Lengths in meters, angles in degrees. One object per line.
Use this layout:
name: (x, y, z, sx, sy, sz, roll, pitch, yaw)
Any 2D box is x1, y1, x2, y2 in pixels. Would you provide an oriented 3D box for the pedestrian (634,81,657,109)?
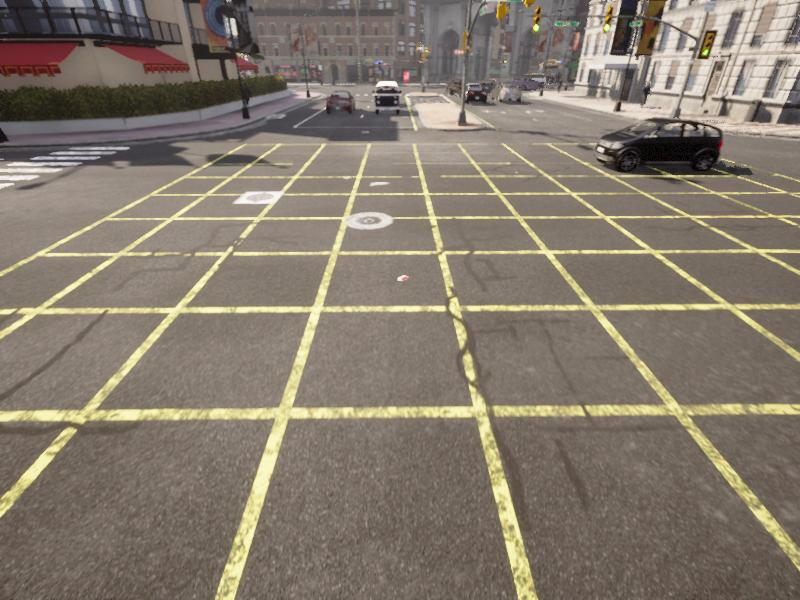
pedestrian: (18.964, -15.868, 30.959, 0.751, 1.860, 0.751, -3, 30, -5)

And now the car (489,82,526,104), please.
car: (10.453, -20.442, 39.374, 2.152, 1.651, 5.027, 0, 30, 0)

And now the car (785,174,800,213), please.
car: (12.099, -2.272, 8.335, 5.366, 1.575, 1.801, 10, 32, 18)

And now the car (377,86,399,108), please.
car: (-1.004, -18.015, 35.400, 1.812, 1.442, 4.674, 0, 30, 0)

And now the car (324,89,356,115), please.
car: (-4.448, -15.043, 30.316, 1.812, 1.442, 4.674, 0, 30, 0)

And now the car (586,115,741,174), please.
car: (8.653, -5.268, 13.483, 3.705, 1.549, 1.789, 0, 30, -1)

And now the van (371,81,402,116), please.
van: (-0.937, -15.008, 29.664, 2.069, 2.038, 4.480, 0, 30, -1)

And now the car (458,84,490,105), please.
car: (6.968, -19.706, 38.207, 2.038, 1.542, 4.974, 0, 30, -1)

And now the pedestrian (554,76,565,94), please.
pedestrian: (19.098, -25.743, 47.857, 0.751, 1.860, 0.751, 1, 30, 1)

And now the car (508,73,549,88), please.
car: (20.382, -34.824, 63.567, 5.566, 2.045, 2.150, 0, 30, 0)

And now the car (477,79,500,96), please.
car: (10.790, -25.920, 48.786, 2.242, 1.667, 4.611, 8, 31, 13)

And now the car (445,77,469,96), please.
car: (6.752, -25.617, 47.978, 1.932, 1.855, 4.605, -1, 31, -2)

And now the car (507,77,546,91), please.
car: (17.977, -30.653, 56.820, 4.856, 1.649, 2.033, -12, 32, -19)

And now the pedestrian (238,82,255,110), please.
pedestrian: (-11.575, -15.420, 30.201, 0.751, 1.860, 0.751, -3, 30, -5)
